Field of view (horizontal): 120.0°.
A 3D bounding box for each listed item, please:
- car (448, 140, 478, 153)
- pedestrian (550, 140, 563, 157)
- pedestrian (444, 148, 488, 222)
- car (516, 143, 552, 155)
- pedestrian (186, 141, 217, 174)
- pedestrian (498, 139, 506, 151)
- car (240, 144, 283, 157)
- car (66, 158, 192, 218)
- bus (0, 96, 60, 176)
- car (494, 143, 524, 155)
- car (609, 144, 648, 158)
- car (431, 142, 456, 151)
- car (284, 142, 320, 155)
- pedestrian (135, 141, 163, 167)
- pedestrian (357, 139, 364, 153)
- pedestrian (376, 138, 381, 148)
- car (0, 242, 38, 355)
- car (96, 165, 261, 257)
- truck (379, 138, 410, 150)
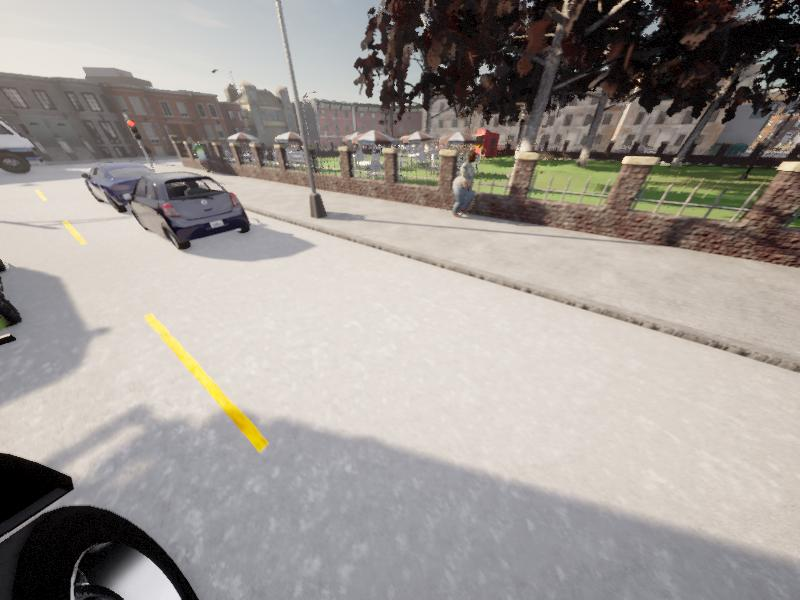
[{"bbox_3d":[11.184,-27.599,41.507,4.605,1.855,1.932,22,41,28],"label":"car"},{"bbox_3d":[21.734,-20.998,32.026,0.751,1.860,0.751,30,45,35],"label":"pedestrian"},{"bbox_3d":[1.952,-3.447,6.977,0.751,1.860,0.751,22,40,27],"label":"pedestrian"},{"bbox_3d":[22.632,-25.621,39.114,4.902,1.511,2.128,22,40,27],"label":"car"},{"bbox_3d":[-13.347,-9.593,15.554,0.751,1.860,0.751,23,41,29],"label":"pedestrian"},{"bbox_3d":[19.167,-29.104,43.500,0.751,1.860,0.751,-11,37,-16],"label":"pedestrian"},{"bbox_3d":[-19.314,-20.993,32.398,1.895,1.301,4.718,22,41,28],"label":"car"},{"bbox_3d":[-10.524,-4.508,8.964,4.674,1.442,1.812,21,40,27],"label":"car"},{"bbox_3d":[-29.870,-9.476,13.416,3.944,4.253,10.273,22,41,27],"label":"bus"},{"bbox_3d":[17.850,-24.702,37.803,3.806,1.475,1.970,21,40,27],"label":"car"},{"bbox_3d":[32.863,-21.547,33.400,3.633,1.501,1.845,22,40,28],"label":"car"},{"bbox_3d":[8.786,-31.103,46.763,4.514,1.525,2.007,21,40,27],"label":"car"},{"bbox_3d":[-15.529,-24.271,36.868,1.882,1.535,5.008,22,41,28],"label":"car"},{"bbox_3d":[-21.772,-12.681,20.059,0.751,1.860,0.751,22,41,28],"label":"pedestrian"},{"bbox_3d":[-6.172,-24.189,36.326,0.751,1.860,0.751,11,37,15],"label":"pedestrian"},{"bbox_3d":[-4.844,-35.406,52.242,0.751,1.860,0.751,9,36,13],"label":"pedestrian"},{"bbox_3d":[-7.269,-0.341,3.011,4.514,1.525,2.007,22,40,27],"label":"car"},{"bbox_3d":[-5.889,-2.606,6.230,3.633,1.501,1.845,22,40,27],"label":"car"},{"bbox_3d":[-1.195,-33.108,49.033,6.274,2.098,2.390,0,35,-1],"label":"truck"}]
